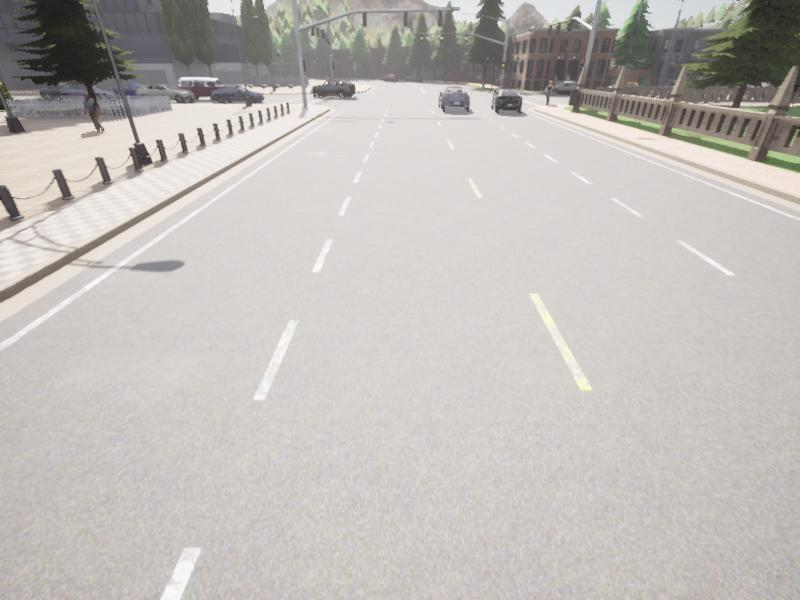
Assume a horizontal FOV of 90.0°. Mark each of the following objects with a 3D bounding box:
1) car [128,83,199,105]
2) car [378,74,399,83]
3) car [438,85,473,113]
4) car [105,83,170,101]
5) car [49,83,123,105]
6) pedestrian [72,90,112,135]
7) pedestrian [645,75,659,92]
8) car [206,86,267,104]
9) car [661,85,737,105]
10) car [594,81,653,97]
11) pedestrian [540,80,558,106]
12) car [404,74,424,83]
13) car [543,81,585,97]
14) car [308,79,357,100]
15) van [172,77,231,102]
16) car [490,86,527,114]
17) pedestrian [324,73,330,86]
[{"bbox_3d":[-21.811,-19.118,37.087,5.027,1.651,2.152,0,30,1],"label":"car"},{"bbox_3d":[-2.468,-47.827,86.285,2.163,1.488,4.792,-19,35,-29],"label":"car"},{"bbox_3d":[4.271,-16.022,31.773,2.152,1.651,5.027,1,30,1],"label":"car"},{"bbox_3d":[-26.292,-20.880,40.185,5.008,1.535,1.882,0,30,1],"label":"car"},{"bbox_3d":[-29.031,-19.172,37.174,4.856,1.649,2.033,1,30,0],"label":"car"},{"bbox_3d":[-14.745,-8.997,19.187,0.751,1.860,0.751,-4,31,-7],"label":"pedestrian"},{"bbox_3d":[32.201,-27.721,51.161,0.751,1.860,0.751,0,30,0],"label":"pedestrian"},{"bbox_3d":[-15.013,-18.966,36.998,4.674,1.442,1.812,1,30,2],"label":"car"},{"bbox_3d":[27.164,-18.738,36.505,4.902,1.511,2.128,1,30,1],"label":"car"},{"bbox_3d":[25.403,-24.074,45.560,5.366,1.575,1.801,0,30,1],"label":"car"},{"bbox_3d":[12.184,-16.928,32.729,0.751,1.860,0.751,-11,32,-18],"label":"pedestrian"},{"bbox_3d":[2.870,-46.755,84.390,2.242,1.667,4.611,-15,33,-24],"label":"car"},{"bbox_3d":[18.610,-24.078,45.675,3.806,1.475,1.970,0,30,0],"label":"car"},{"bbox_3d":[-7.107,-22.346,42.338,4.605,1.855,1.932,8,30,13],"label":"car"},{"bbox_3d":[-19.696,-21.048,39.970,4.480,2.038,2.069,0,30,1],"label":"van"},{"bbox_3d":[8.201,-15.453,30.778,1.930,1.638,5.238,3,30,5],"label":"car"},{"bbox_3d":[-12.146,-36.766,66.666,0.751,1.860,0.751,-2,30,-4],"label":"pedestrian"}]
